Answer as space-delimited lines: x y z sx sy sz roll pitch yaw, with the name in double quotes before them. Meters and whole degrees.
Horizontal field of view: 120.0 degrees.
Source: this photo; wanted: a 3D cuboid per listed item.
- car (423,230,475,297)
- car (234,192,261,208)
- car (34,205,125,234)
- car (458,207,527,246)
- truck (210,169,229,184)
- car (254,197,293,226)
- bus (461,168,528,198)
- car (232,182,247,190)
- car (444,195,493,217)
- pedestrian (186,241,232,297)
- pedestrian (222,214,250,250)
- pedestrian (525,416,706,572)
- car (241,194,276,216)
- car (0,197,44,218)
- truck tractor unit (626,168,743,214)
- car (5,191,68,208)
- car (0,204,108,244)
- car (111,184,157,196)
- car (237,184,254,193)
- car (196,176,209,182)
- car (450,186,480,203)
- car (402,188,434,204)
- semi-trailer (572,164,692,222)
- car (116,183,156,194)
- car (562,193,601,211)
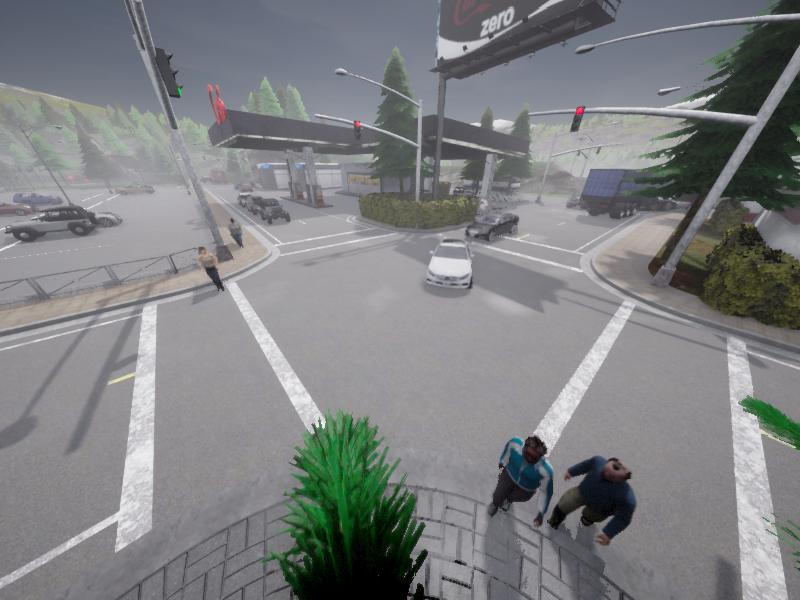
"car" 2.397 -1.983 10.844 1.812 1.442 4.674 8 30 12
"car" -19.994 -13.111 30.230 1.970 1.475 3.806 -22 37 -33
"car" -25.501 -6.610 18.671 3.806 1.475 1.970 -23 37 -34
"car" 6.658 -5.389 16.506 4.902 1.511 2.128 -24 38 -33
"truck" -55.970 -38.284 71.482 2.891 3.827 8.468 -22 36 -32
"car" -11.869 -8.361 21.588 1.905 1.878 3.866 -22 37 -33
"bus" 16.718 -21.582 42.125 3.944 4.253 10.273 -22 37 -33
"car" -36.296 -25.753 52.127 1.816 1.474 4.193 -22 37 -33
"car" 7.414 -10.245 25.075 4.611 1.667 2.242 14 33 22
"pedestrian" -7.114 -1.163 8.719 0.751 1.860 0.751 -18 34 -28
"pedestrian" -9.711 -4.017 13.741 0.751 1.860 0.751 -23 37 -34
"pedestrian" 2.367 2.408 2.836 0.751 1.860 0.751 -6 31 -11
"car" -15.972 -10.737 25.967 2.033 1.649 4.856 -22 37 -33
"car" -39.420 -8.945 22.590 4.514 1.523 2.007 -23 37 -34
"truck tractor unit" 30.883 -12.140 25.639 6.516 4.208 3.053 6 31 9
"car" -45.788 -12.777 29.270 3.633 1.501 1.845 -23 37 -34
"car" -23.841 -5.383 15.979 3.866 1.878 1.905 -23 37 -34
"car" -47.482 -19.774 41.410 5.027 1.636 2.152 -23 37 -34
"car" -31.737 -22.945 47.371 1.994 1.385 4.181 -22 37 -34
"car" -67.685 -41.393 79.050 5.238 1.638 1.930 24 38 35
"car" 9.747 -16.005 34.849 1.905 1.878 3.866 -23 37 -34
"car" 2.620 -15.713 34.677 2.242 1.667 4.611 -23 37 -34
"semi-trailer" 23.718 -11.073 23.406 14.254 4.402 2.717 -14 33 -25
"car" -49.532 -20.953 43.472 4.514 1.523 2.007 -23 37 -34
"car" 21.758 -11.773 27.603 5.357 1.411 2.033 -23 37 -34
